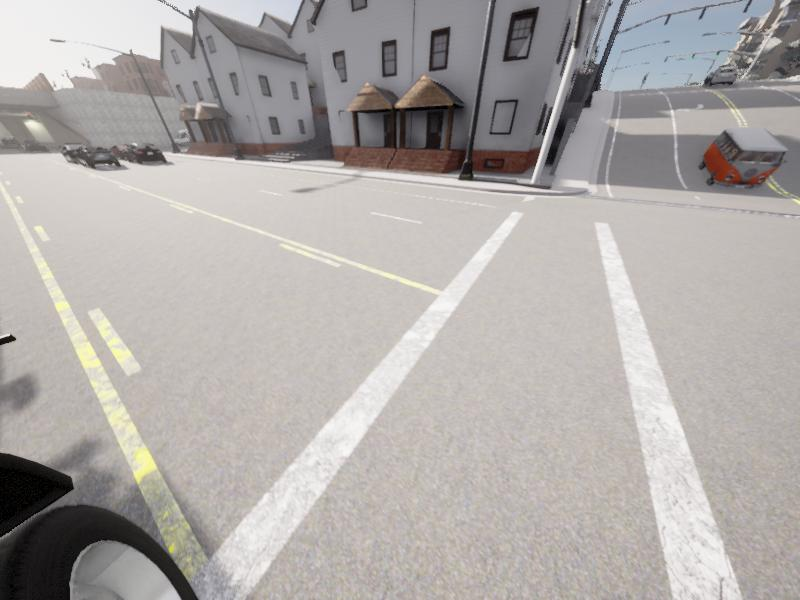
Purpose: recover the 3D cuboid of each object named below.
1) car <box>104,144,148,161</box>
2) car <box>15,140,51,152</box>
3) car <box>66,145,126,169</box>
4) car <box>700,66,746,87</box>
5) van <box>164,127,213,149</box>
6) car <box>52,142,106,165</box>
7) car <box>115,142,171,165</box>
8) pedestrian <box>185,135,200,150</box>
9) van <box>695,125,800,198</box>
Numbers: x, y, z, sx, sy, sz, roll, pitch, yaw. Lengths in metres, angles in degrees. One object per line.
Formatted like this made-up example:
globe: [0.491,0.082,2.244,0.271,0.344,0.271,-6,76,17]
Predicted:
car: [-30.915,-16.673,26.021,4.674,1.442,1.812,20,40,26]
car: [-59.308,-24.879,37.333,4.974,1.542,2.038,19,39,25]
car: [-26.001,-12.281,19.764,4.514,1.525,2.007,21,40,27]
car: [36.595,-25.437,26.306,1.970,1.475,3.806,22,49,27]
van: [-38.998,-30.175,42.852,1.988,2.561,5.915,21,48,27]
car: [-31.887,-14.626,22.941,5.238,1.638,1.930,20,40,26]
car: [-25.369,-14.519,22.819,4.611,1.667,2.242,21,40,27]
pedestrian: [-31.758,-24.051,35.326,0.751,1.860,0.751,9,36,13]
van: [18.092,-7.504,12.307,1.775,1.987,4.442,20,54,26]
